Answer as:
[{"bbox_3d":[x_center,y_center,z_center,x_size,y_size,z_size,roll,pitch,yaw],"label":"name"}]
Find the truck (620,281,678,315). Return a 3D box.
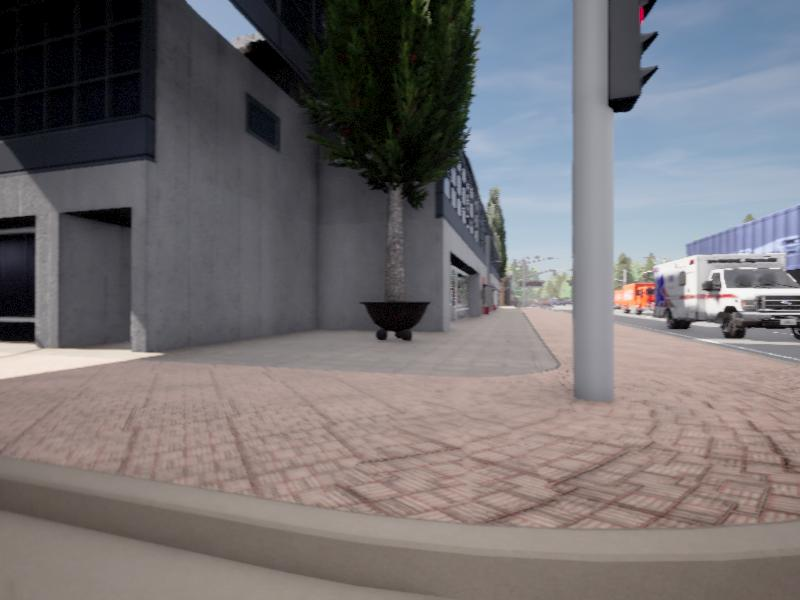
[{"bbox_3d":[19.530,-0.074,31.721,2.627,2.467,5.204,0,-1,16],"label":"truck"}]

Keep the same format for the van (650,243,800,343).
[{"bbox_3d":[10.441,-0.152,12.913,2.351,2.431,6.366,0,0,16],"label":"van"}]

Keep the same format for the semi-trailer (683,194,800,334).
[{"bbox_3d":[14.421,-1.138,14.061,2.717,4.402,14.254,0,0,16],"label":"semi-trailer"}]

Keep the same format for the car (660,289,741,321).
[{"bbox_3d":[16.991,0.279,22.970,2.242,1.667,4.611,0,-1,16],"label":"car"}]
